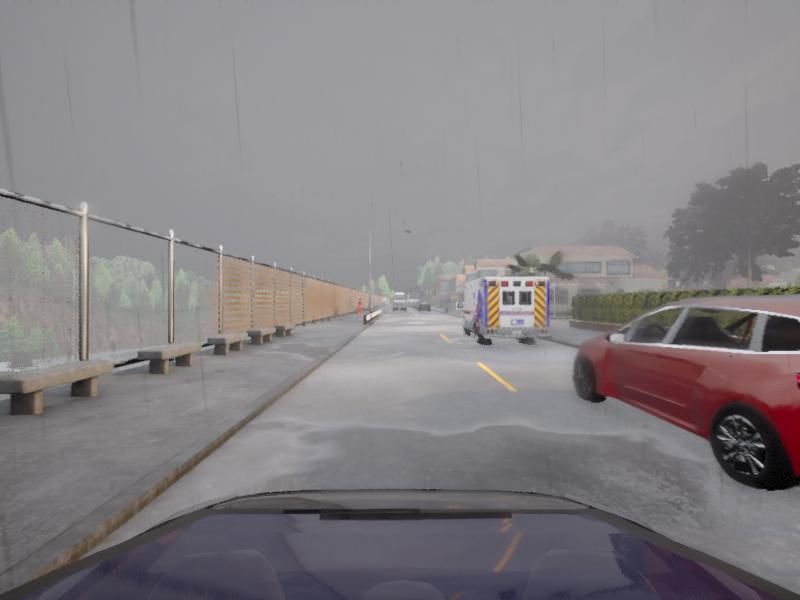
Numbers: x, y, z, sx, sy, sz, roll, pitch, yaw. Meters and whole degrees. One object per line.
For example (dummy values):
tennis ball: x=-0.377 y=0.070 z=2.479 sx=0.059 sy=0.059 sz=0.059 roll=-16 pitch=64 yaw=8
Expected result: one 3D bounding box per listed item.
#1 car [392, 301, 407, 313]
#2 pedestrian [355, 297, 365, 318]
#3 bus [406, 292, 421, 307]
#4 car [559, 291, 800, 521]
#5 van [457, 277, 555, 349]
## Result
car: x=-0.034 y=1.050 z=59.791 sx=2.152 sy=1.651 sz=5.027 roll=0 pitch=0 yaw=0
pedestrian: x=-3.630 y=0.699 z=36.328 sx=0.751 sy=1.860 sz=0.751 roll=0 pitch=0 yaw=0
bus: x=3.804 y=-0.011 z=117.866 sx=3.944 sy=4.253 sz=10.273 roll=0 pitch=0 yaw=0
car: x=4.009 y=0.782 z=4.917 sx=2.242 sy=1.667 sz=4.611 roll=0 pitch=0 yaw=0
van: x=4.010 y=0.456 z=16.650 sx=2.351 sy=2.431 sz=6.366 roll=0 pitch=0 yaw=0
